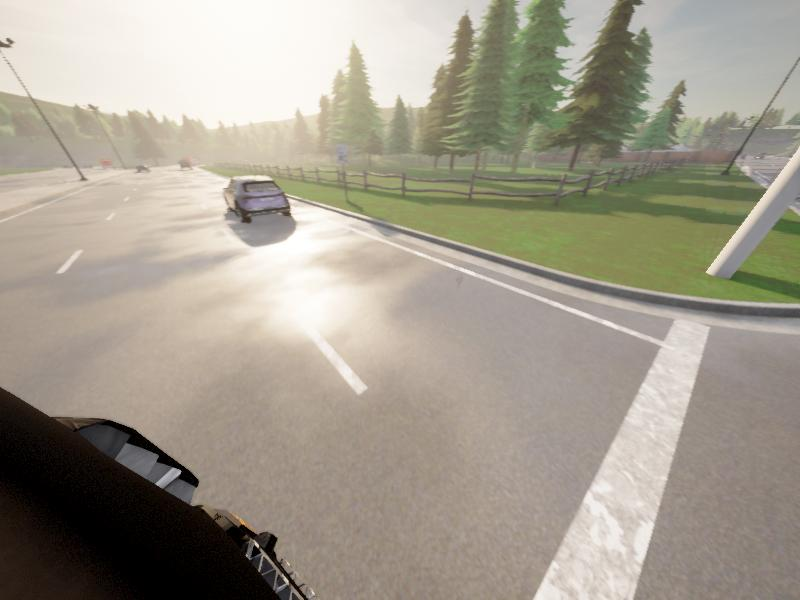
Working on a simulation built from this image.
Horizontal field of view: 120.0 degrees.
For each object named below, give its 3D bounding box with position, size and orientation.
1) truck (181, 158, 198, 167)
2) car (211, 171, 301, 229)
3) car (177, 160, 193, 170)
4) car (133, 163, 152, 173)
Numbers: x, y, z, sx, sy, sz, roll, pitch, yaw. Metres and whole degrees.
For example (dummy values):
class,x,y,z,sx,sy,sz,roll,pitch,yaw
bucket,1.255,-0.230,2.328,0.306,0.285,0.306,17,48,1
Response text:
class,x,y,z,sx,sy,sz,roll,pitch,yaw
truck,-71.540,-46.807,78.490,2.627,2.467,5.204,-15,35,-22
car,-6.533,-4.668,10.303,2.033,1.649,4.856,-25,39,-33
car,-50.891,-31.981,54.671,2.150,2.045,5.566,-24,39,-33
car,-52.475,-26.964,47.147,1.837,1.490,4.892,-24,39,-33
